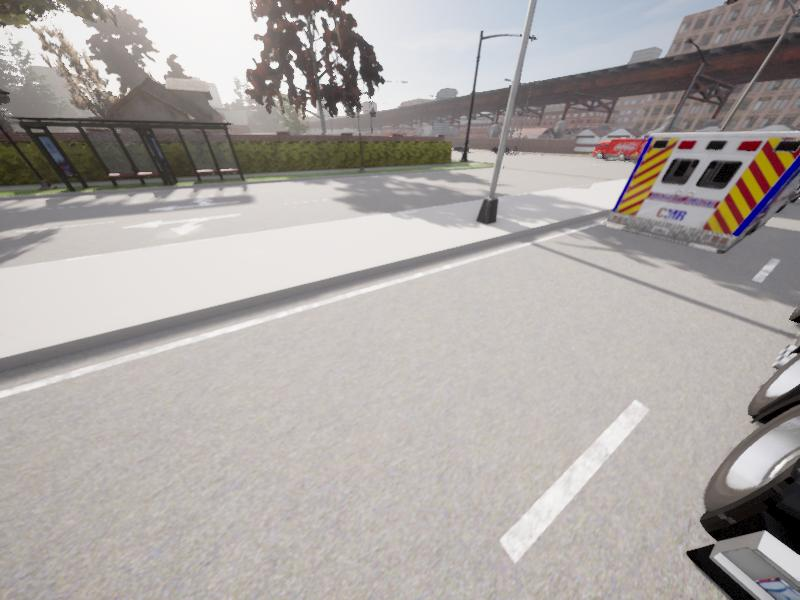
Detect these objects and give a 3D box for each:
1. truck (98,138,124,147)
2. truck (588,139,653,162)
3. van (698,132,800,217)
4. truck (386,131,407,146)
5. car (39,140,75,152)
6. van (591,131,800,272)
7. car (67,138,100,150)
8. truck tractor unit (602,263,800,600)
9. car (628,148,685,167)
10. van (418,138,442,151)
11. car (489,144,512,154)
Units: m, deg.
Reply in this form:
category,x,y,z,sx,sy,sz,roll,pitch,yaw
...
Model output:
category,x,y,z,sx,sy,sz,roll,pitch,yaw
truck,-79.110,-43.250,63.395,2.390,2.098,6.274,-18,39,-25
truck,29.123,-20.028,30.839,2.627,2.467,5.204,-18,39,-24
van,15.877,-5.431,9.706,5.915,2.561,1.988,-18,39,-24
truck,-1.116,-51.449,73.407,2.891,3.827,8.468,-18,40,-24
car,-64.989,-29.258,43.860,1.932,1.855,4.605,-18,39,-25
van,8.800,-3.079,6.369,6.366,2.431,2.351,-18,39,-24
car,-70.685,-34.918,51.729,2.150,2.045,5.566,-18,39,-25
truck tractor unit,5.106,-0.305,0.782,6.516,4.208,3.053,-18,39,-24
car,28.669,-16.076,25.964,1.789,1.549,3.705,-18,39,-24
van,7.106,-38.203,56.506,2.351,2.431,6.366,-18,40,-24
car,19.466,-29.325,44.939,1.845,1.501,3.633,-18,39,-24
